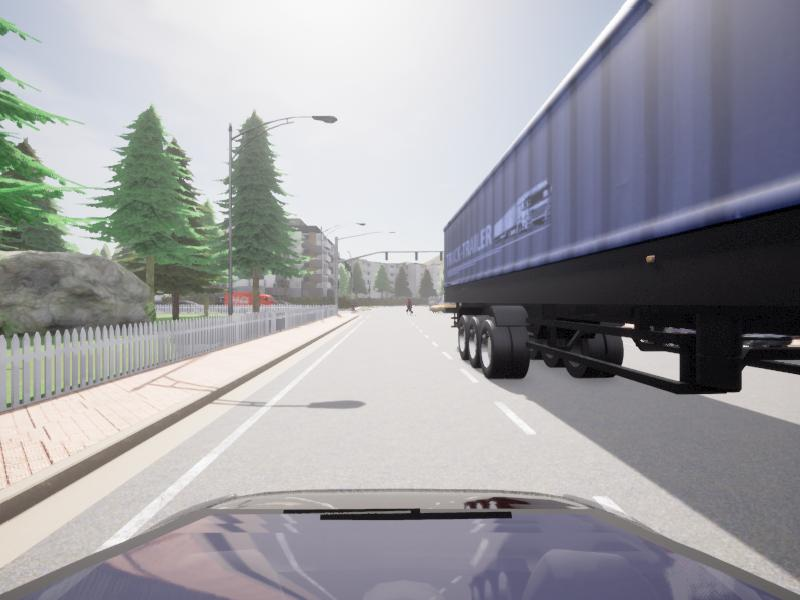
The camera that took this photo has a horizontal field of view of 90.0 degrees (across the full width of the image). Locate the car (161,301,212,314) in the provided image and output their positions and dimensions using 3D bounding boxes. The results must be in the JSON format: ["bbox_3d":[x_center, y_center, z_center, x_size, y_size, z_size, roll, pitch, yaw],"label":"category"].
[{"bbox_3d":[-24.545,0.845,46.090,4.892,1.490,1.837,0,0,0],"label":"car"}]

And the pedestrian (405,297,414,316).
[{"bbox_3d":[0.962,0.637,40.570,0.751,1.860,0.751,0,0,-21],"label":"pedestrian"}]

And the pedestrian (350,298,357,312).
[{"bbox_3d":[-6.118,0.637,52.609,0.751,1.860,0.751,0,0,1],"label":"pedestrian"}]

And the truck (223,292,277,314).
[{"bbox_3d":[-17.188,0.357,46.139,5.204,2.467,2.627,0,0,0],"label":"truck"}]

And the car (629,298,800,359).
[{"bbox_3d":[10.047,0.778,13.262,2.033,1.649,4.856,0,0,-2],"label":"car"}]

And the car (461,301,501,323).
[{"bbox_3d":[6.005,0.823,30.287,1.882,1.535,5.008,0,0,-2],"label":"car"}]

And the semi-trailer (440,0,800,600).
[{"bbox_3d":[3.062,-0.618,6.800,2.717,4.402,14.254,0,0,-2],"label":"semi-trailer"}]

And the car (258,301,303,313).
[{"bbox_3d":[-14.752,0.836,49.654,4.902,1.511,2.128,0,0,0],"label":"car"}]
